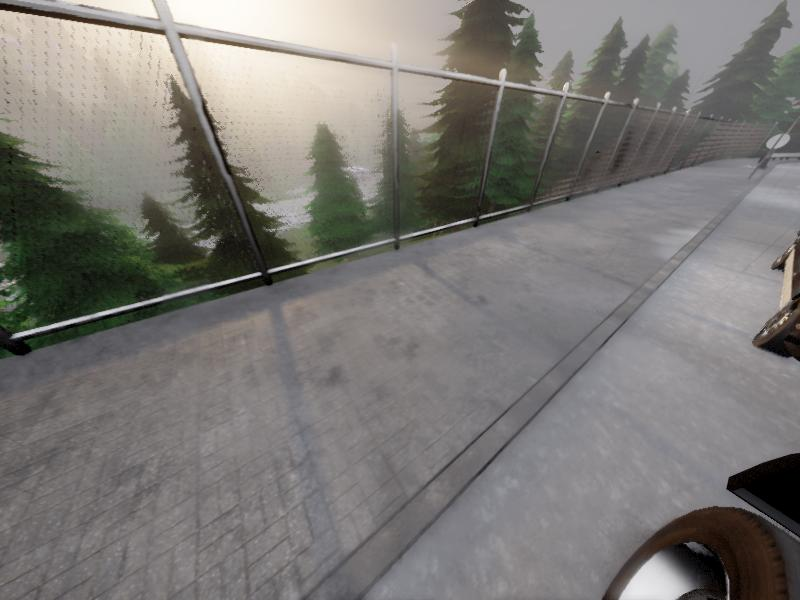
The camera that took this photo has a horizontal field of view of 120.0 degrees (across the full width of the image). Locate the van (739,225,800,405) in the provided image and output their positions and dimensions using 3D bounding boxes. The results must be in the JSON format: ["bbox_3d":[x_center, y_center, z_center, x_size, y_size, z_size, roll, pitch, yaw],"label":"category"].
[{"bbox_3d":[6.836,-0.673,2.614,5.915,2.561,1.988,-22,41,-28],"label":"van"}]
